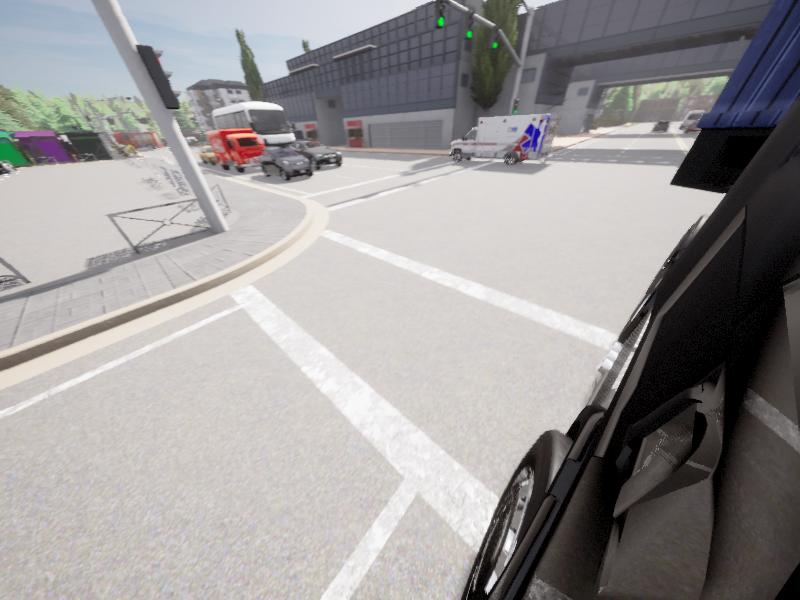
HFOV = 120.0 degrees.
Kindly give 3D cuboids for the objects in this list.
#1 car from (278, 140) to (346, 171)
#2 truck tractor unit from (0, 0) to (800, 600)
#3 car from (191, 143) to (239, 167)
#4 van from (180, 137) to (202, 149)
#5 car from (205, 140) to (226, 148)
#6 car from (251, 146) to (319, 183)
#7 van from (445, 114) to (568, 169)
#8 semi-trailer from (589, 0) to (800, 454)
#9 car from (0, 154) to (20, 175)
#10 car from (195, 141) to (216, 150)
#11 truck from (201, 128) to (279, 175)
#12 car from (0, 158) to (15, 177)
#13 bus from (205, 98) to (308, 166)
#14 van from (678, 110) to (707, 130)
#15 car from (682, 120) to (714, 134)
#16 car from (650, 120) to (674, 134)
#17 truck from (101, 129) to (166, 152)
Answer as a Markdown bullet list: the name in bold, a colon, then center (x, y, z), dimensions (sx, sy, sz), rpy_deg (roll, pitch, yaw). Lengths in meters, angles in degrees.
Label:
- **car**: center (-6.525, -10.762, 17.046), dimensions (5.027, 1.651, 2.152), rpy_deg (26, 46, 33)
- **truck tractor unit**: center (2.645, -0.295, 0.351), dimensions (6.516, 4.208, 3.053), rpy_deg (-28, 44, -30)
- **car**: center (-17.180, -13.492, 21.380), dimensions (5.366, 1.575, 1.801), rpy_deg (28, 46, 34)
- **van**: center (-46.282, -34.767, 51.171), dimensions (4.480, 2.038, 2.069), rpy_deg (24, 45, 31)
- **car**: center (-40.935, -34.594, 51.133), dimensions (5.357, 1.411, 2.033), rpy_deg (28, 46, 34)
- **car**: center (-6.703, -7.997, 13.447), dimensions (3.633, 1.501, 1.845), rpy_deg (27, 46, 34)
- **van**: center (6.348, -10.178, 14.801), dimensions (6.366, 2.431, 2.351), rpy_deg (27, 46, 33)
- **semi-trailer**: center (10.071, -1.684, 1.566), dimensions (14.254, 4.402, 2.717), rpy_deg (-5, 36, -3)
- **car**: center (-35.781, -11.178, 19.337), dimensions (1.970, 1.475, 3.806), rpy_deg (27, 46, 33)
- **car**: center (-37.964, -30.110, 45.063), dimensions (4.718, 1.301, 1.895), rpy_deg (28, 46, 34)
- **truck**: center (-11.741, -10.970, 16.939), dimensions (5.204, 2.467, 2.627), rpy_deg (28, 46, 34)
- **car**: center (-33.629, -10.278, 17.605), dimensions (1.905, 1.878, 3.866), rpy_deg (27, 46, 33)
- **bus**: center (-13.715, -15.670, 21.842), dimensions (10.273, 4.253, 3.944), rpy_deg (28, 46, 34)
- **van**: center (50.444, -31.161, 39.972), dimensions (1.988, 2.561, 5.915), rpy_deg (27, 46, 33)
- **car**: center (40.672, -23.719, 31.626), dimensions (1.994, 1.385, 4.181), rpy_deg (26, 45, 32)
- **car**: center (39.754, -26.361, 35.099), dimensions (1.837, 1.490, 4.892), rpy_deg (27, 46, 33)
- **truck**: center (-60.324, -36.388, 52.701), dimensions (8.468, 3.827, 2.891), rpy_deg (-16, 39, -17)
